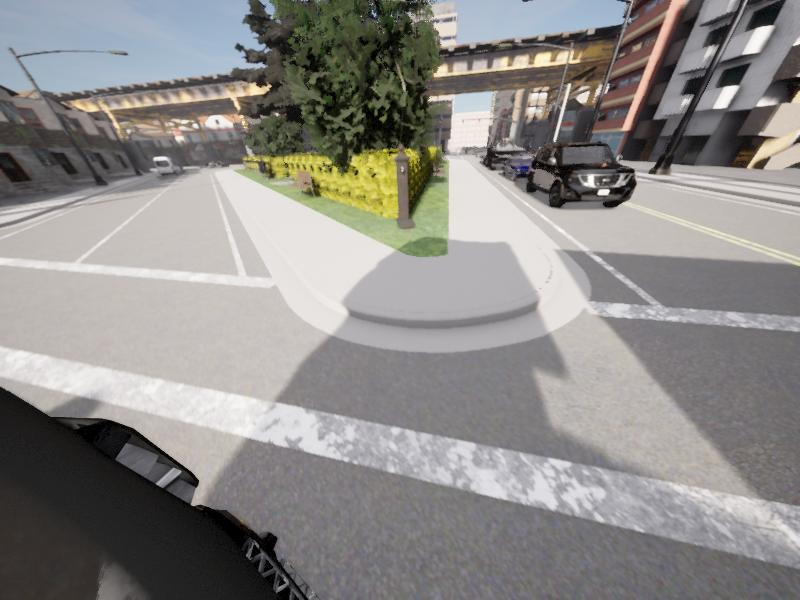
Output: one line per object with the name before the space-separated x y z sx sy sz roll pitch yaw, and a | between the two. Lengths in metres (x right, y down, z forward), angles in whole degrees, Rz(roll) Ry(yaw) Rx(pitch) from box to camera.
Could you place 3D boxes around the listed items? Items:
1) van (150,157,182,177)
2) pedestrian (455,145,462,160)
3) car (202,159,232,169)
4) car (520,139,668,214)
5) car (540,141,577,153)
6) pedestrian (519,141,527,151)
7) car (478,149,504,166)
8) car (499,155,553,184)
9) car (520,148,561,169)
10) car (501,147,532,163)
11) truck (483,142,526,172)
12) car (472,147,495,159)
van | -37.252 -21.381 36.972 1.988 2.561 5.915 -22 38 -27
pedestrian | 8.908 -22.451 35.173 0.751 1.860 0.751 12 37 22
car | -41.449 -30.842 52.419 5.238 1.638 1.930 3 34 9
car | 7.035 -5.287 9.539 2.150 2.045 5.566 3 34 10
car | 29.724 -28.785 43.585 5.238 1.638 1.930 3 34 9
pedestrian | 27.665 -34.536 51.930 0.751 1.860 0.751 -8 34 -8
car | 10.922 -17.465 28.139 2.163 1.488 4.792 3 34 10
car | 8.307 -9.007 15.739 1.895 1.301 4.718 3 34 10
car | 13.217 -13.540 22.059 1.812 1.442 4.674 3 34 10
car | 14.823 -18.755 29.775 2.163 1.488 4.792 2 34 8
truck | 9.695 -13.773 22.099 2.390 2.098 6.274 4 34 10
car | 14.712 -25.905 40.560 2.128 1.511 4.902 19 39 30
